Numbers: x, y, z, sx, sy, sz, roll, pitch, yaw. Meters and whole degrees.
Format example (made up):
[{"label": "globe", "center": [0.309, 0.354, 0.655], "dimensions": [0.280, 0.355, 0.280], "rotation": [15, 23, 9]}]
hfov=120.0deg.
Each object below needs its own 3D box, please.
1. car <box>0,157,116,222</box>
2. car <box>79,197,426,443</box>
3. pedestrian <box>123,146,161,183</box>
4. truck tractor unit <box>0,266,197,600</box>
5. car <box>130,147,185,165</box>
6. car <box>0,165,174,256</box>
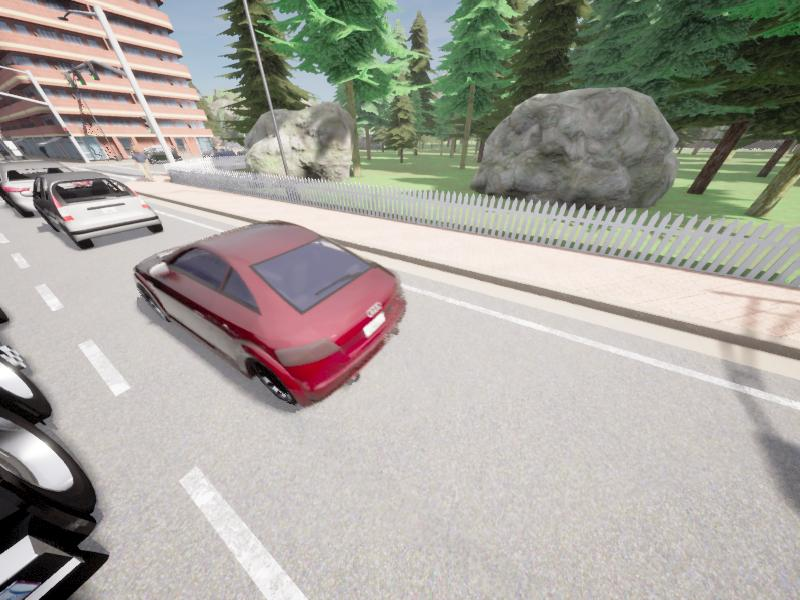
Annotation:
[{"label": "car", "center": [-14.320, -4.612, 9.262], "dimensions": [4.611, 1.667, 2.242], "rotation": [19, 39, 25]}, {"label": "car", "center": [-1.990, -0.347, 3.313], "dimensions": [4.181, 1.385, 1.994], "rotation": [19, 39, 25]}, {"label": "pedestrian", "center": [-15.286, -8.073, 13.764], "dimensions": [0.751, 1.860, 0.751], "rotation": [-25, 42, -31]}, {"label": "truck tractor unit", "center": [-5.114, -0.298, 0.774], "dimensions": [6.516, 4.208, 3.053], "rotation": [18, 39, 24]}, {"label": "car", "center": [-27.739, -16.613, 26.588], "dimensions": [1.789, 1.549, 3.705], "rotation": [10, 37, 15]}, {"label": "car", "center": [-8.950, -2.774, 6.640], "dimensions": [3.988, 1.617, 1.851], "rotation": [18, 39, 25]}]
